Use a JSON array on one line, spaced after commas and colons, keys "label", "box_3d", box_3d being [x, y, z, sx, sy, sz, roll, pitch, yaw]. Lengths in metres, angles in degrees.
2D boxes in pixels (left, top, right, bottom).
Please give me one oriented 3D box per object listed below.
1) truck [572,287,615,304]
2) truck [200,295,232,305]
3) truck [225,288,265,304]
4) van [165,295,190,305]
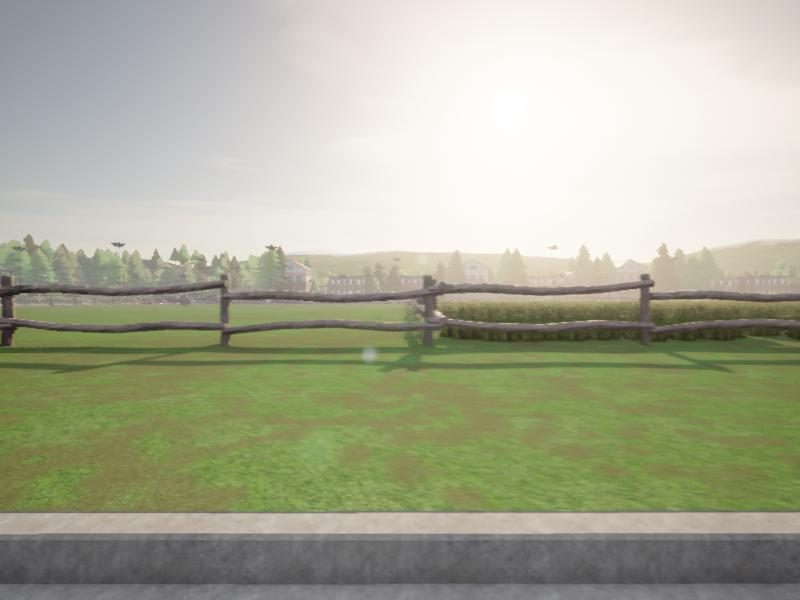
[{"label": "truck", "box_3d": [44.213, -0.964, 91.699, 8.468, 3.827, 2.891, 0, 0, 0]}, {"label": "truck", "box_3d": [-42.230, -0.023, 92.080, 6.274, 2.098, 2.390, 0, 0, 0]}, {"label": "truck", "box_3d": [-36.937, -0.892, 95.562, 8.468, 3.827, 2.891, 0, 0, 0]}, {"label": "van", "box_3d": [-49.223, 0.018, 88.611, 4.480, 2.038, 2.069, 0, 0, 0]}]
